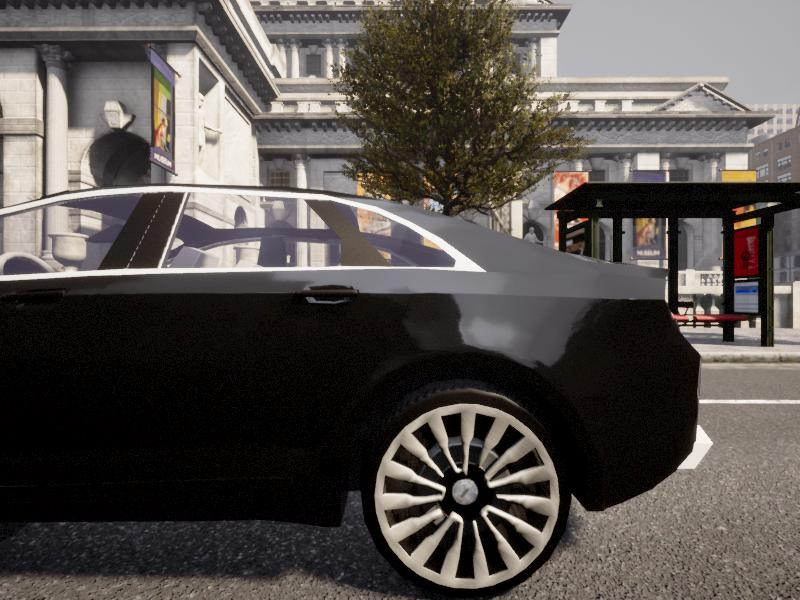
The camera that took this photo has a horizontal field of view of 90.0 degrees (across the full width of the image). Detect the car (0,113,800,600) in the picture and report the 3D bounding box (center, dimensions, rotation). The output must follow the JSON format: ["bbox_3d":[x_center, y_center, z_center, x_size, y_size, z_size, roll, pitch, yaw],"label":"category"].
[{"bbox_3d":[-1.169,0.236,2.211,4.902,1.511,2.128,0,0,1],"label":"car"}]
